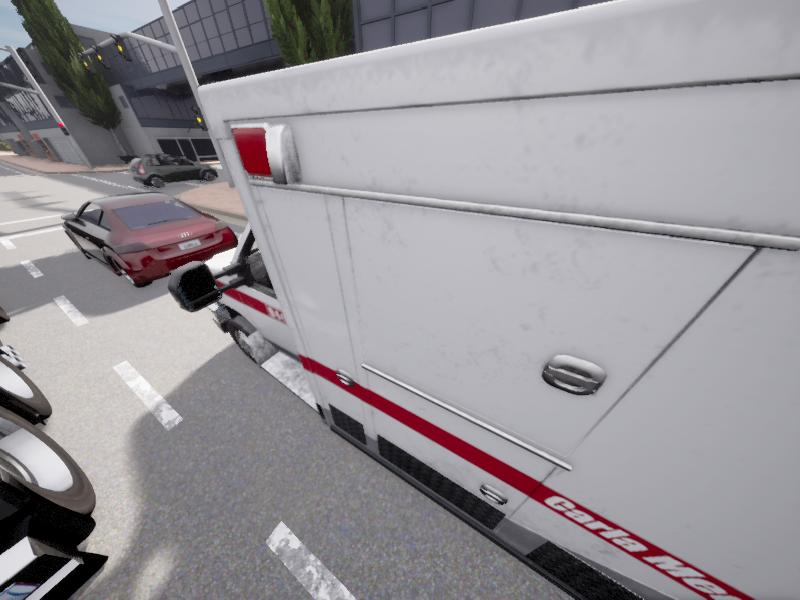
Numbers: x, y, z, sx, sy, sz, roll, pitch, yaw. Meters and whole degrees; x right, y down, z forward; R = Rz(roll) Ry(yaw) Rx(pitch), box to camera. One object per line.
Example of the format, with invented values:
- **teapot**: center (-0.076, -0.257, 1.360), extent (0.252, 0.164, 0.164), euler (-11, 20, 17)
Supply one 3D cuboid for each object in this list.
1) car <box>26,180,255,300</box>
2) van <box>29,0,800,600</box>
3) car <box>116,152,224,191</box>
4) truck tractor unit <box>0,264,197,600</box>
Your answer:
- **car**: center (-5.732, -1.647, 5.205), extent (4.181, 1.385, 1.994), euler (18, 39, 24)
- **van**: center (0.804, 0.051, 1.795), extent (6.366, 2.431, 2.351), euler (18, 39, 24)
- **car**: center (-13.756, -7.994, 14.167), extent (1.851, 1.617, 3.988), euler (18, 39, 24)
- **truck tractor unit**: center (-5.112, -0.300, 0.779), extent (6.516, 4.208, 3.053), euler (18, 39, 24)
